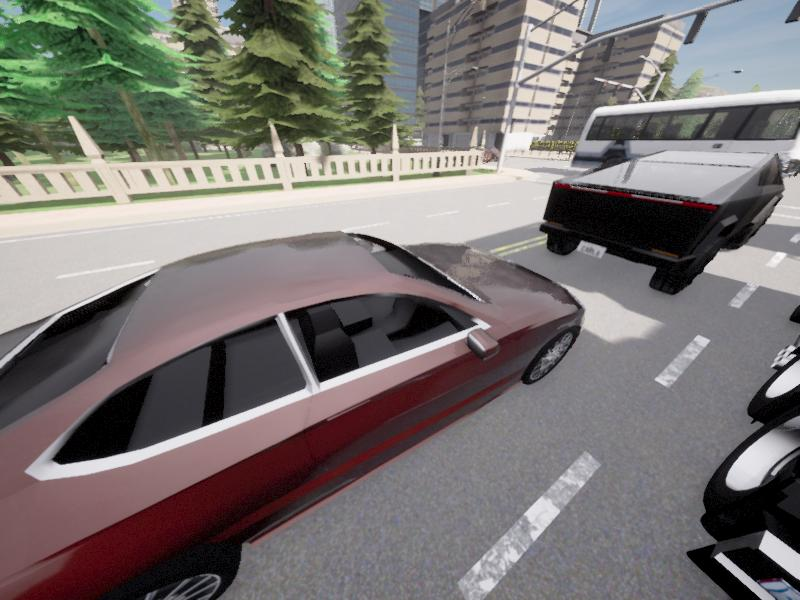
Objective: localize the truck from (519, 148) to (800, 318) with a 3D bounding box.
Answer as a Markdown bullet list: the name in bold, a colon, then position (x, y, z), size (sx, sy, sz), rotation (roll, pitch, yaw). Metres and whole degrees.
- **truck**: position (6.055, -2.059, 5.153), size (6.274, 2.098, 2.390), rotation (-18, 39, -24)

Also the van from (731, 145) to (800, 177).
- **van**: position (29.597, -10.773, 17.901), size (4.442, 1.987, 1.775), rotation (-2, 35, -4)

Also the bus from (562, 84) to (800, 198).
- **bus**: position (17.216, -9.760, 14.398), size (3.944, 4.253, 10.273), rotation (-17, 38, -23)

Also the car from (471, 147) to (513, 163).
- **car**: position (11.483, -18.410, 29.233), size (1.812, 1.442, 4.674), rotation (-18, 39, -24)

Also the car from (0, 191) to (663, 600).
- **car**: position (-0.434, 0.258, 2.205), size (5.027, 1.651, 2.152), rotation (-18, 39, -24)

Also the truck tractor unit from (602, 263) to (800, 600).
- **truck tractor unit**: position (5.113, -0.297, 0.793), size (6.516, 4.208, 3.053), rotation (-18, 39, -24)

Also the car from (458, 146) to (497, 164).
- **car**: position (8.916, -17.023, 27.082), size (1.851, 1.617, 3.988), rotation (-18, 39, -24)
